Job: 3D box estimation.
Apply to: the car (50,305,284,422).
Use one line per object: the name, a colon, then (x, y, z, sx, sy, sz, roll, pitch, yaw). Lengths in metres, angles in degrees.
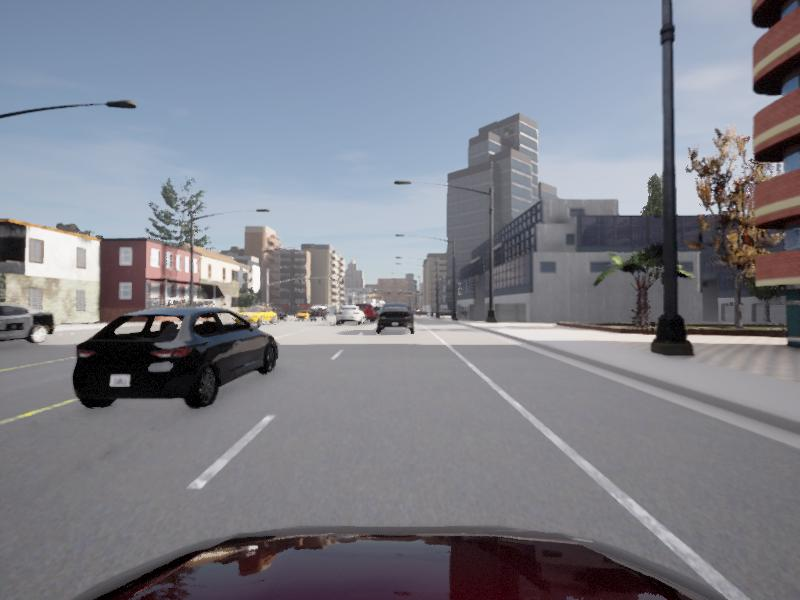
car: (-3.650, 0.853, 7.318, 1.816, 1.474, 4.193, 0, 0, 1)

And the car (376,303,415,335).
car: (-0.221, 0.928, 21.304, 1.837, 1.490, 4.892, 0, -1, 0)

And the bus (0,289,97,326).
bus: (-44.608, 0.886, 49.922, 3.944, 4.253, 10.273, -1, -1, 44)

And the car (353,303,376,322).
car: (-3.950, 1.471, 45.202, 2.150, 2.045, 5.566, 0, -3, 0)

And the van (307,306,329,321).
van: (-10.984, 1.843, 53.810, 2.069, 2.038, 4.480, 0, -2, -1)

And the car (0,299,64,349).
car: (-14.050, 0.775, 12.983, 1.930, 1.638, 5.238, 0, 0, 0)

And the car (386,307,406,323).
car: (-0.391, 1.503, 40.364, 1.882, 1.535, 5.008, 0, -3, 0)

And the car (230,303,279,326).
car: (-10.760, 1.090, 30.013, 1.801, 1.575, 5.366, 0, -2, -1)

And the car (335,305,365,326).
car: (-3.758, 1.180, 30.773, 1.812, 1.442, 4.674, 0, -2, -1)

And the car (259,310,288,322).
car: (-14.370, 1.877, 45.702, 1.895, 1.301, 4.718, 0, -3, 0)
